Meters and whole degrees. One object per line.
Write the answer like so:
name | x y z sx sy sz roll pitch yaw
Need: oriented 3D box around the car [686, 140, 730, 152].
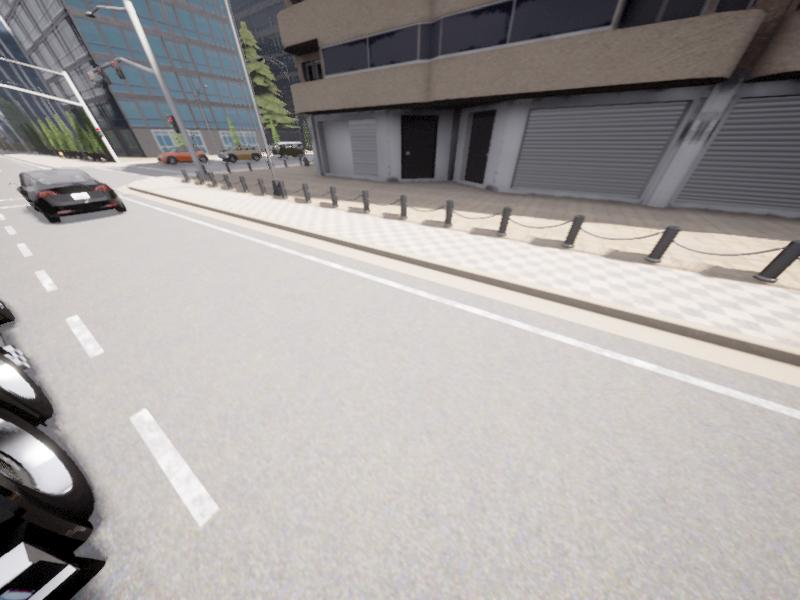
car | 61.694 -31.007 46.386 4.605 1.855 1.932 19 39 26

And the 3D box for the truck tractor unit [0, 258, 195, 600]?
truck tractor unit | -5.101 -0.310 0.799 6.516 4.208 3.053 19 39 25

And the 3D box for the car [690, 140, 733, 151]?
car | 64.779 -32.281 48.190 4.605 1.855 1.932 19 39 26

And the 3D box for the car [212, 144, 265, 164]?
car | -19.454 -17.832 28.059 1.932 1.855 4.605 20 39 26

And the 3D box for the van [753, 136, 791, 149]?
van | 91.150 -38.739 56.750 2.351 2.431 6.366 20 40 27

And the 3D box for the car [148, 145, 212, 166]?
car | -24.938 -16.570 26.368 2.097 1.767 4.553 20 40 26

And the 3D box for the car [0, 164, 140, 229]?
car | -12.596 -4.107 8.720 4.792 1.488 2.163 19 39 26
